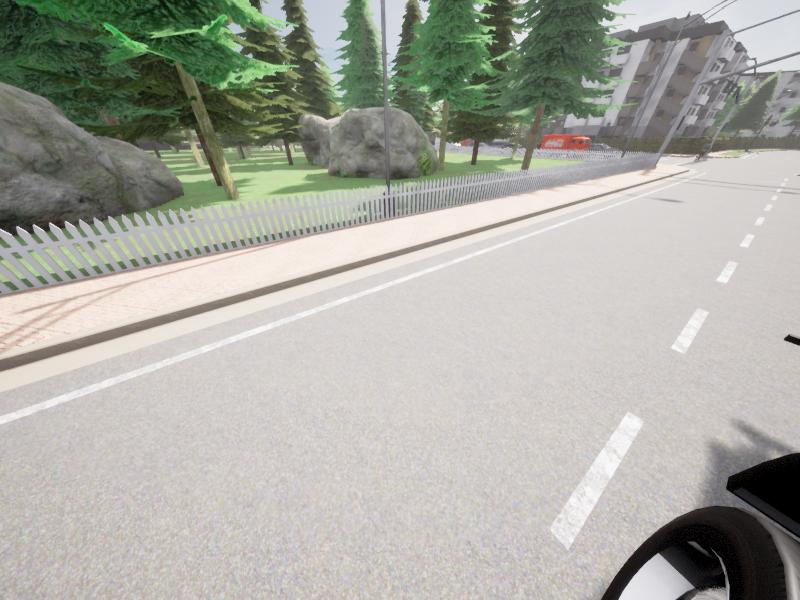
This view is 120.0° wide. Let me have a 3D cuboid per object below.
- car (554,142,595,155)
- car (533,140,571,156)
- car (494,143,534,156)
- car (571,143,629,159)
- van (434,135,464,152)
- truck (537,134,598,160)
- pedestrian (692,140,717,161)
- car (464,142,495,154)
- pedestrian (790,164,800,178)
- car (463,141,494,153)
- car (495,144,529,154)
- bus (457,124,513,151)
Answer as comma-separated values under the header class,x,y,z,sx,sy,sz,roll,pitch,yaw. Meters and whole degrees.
class,x,y,z,sx,sy,sz,roll,pitch,yaw
car,27.606,-24.145,36.687,2.007,1.525,4.514,-23,41,-29
car,21.880,-22.028,33.405,1.905,1.878,3.866,-21,40,-26
car,16.910,-22.560,34.542,1.837,1.490,4.892,-21,40,-26
car,25.188,-18.951,29.340,2.128,1.511,4.902,-21,40,-26
van,9.172,-29.826,44.013,1.988,2.561,5.915,-21,40,-26
truck,20.913,-19.420,29.204,2.627,2.467,5.204,-21,40,-26
pedestrian,32.327,-15.867,24.561,0.751,1.860,0.751,-19,39,-25
car,13.341,-25.717,39.052,1.837,1.490,4.892,-21,40,-26
pedestrian,25.997,-8.679,14.397,0.751,1.860,0.751,23,41,29
car,14.435,-28.505,42.894,2.152,1.651,5.027,-21,40,-26
car,18.360,-24.901,38.029,1.895,1.301,4.718,-21,40,-26
bus,17.506,-34.136,48.592,3.944,4.253,10.273,-21,40,-26
